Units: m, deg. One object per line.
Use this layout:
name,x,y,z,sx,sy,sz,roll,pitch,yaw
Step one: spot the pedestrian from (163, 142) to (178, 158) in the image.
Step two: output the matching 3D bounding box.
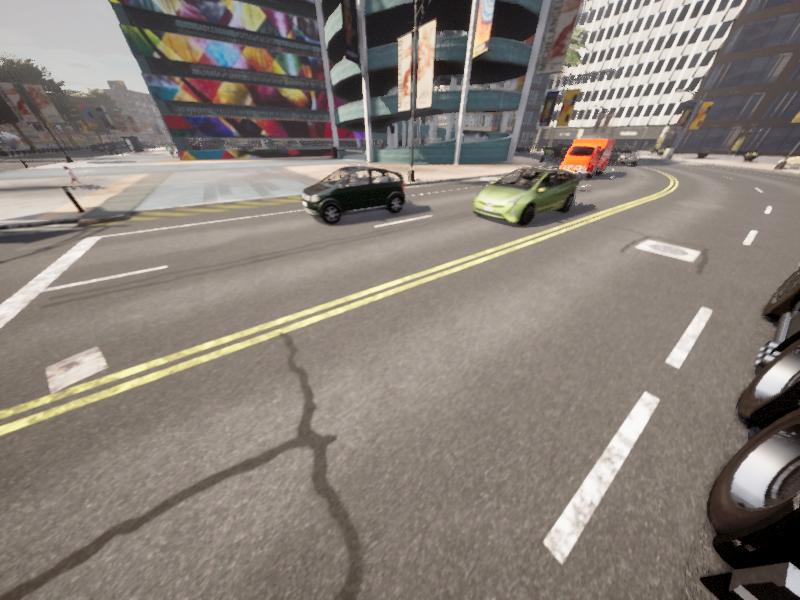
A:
pedestrian,-32.321,-21.083,32.493,0.751,1.860,0.751,30,44,35

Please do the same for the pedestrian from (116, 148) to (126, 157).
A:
pedestrian,-42.476,-22.513,35.181,0.500,1.100,0.500,-18,39,-24

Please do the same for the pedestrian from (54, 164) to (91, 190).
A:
pedestrian,-16.798,-6.342,11.875,0.500,1.100,0.500,-17,38,-23

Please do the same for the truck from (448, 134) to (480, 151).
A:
truck,17.711,-44.203,64.852,2.891,3.827,8.468,-21,40,-28

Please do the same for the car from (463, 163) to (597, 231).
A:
car,4.753,-3.956,8.466,4.514,1.525,2.007,-21,40,-28

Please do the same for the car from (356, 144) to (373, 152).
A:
car,-8.676,-36.783,55.870,2.007,1.523,4.514,-21,40,-28

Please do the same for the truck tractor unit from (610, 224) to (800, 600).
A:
truck tractor unit,5.039,-0.365,0.881,6.516,4.208,3.053,-21,40,-27

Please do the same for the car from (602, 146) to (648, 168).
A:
car,25.190,-16.244,26.084,1.932,1.855,4.605,13,36,17

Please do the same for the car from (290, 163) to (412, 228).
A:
car,-1.617,-3.925,8.364,3.705,1.549,1.789,-21,40,-28

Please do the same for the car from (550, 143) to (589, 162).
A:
car,24.174,-21.341,33.317,2.150,2.045,5.566,5,35,6

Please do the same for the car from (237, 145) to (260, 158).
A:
car,-23.321,-22.879,35.552,2.128,1.511,4.902,-21,40,-28

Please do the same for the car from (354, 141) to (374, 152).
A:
car,-8.641,-37.078,55.608,2.435,2.045,5.566,-21,40,-28

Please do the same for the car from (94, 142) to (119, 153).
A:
car,-64.409,-33.625,50.801,1.932,1.855,4.605,-21,40,-28

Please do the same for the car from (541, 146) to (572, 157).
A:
car,27.874,-26.555,41.351,2.007,1.525,4.514,-4,35,-6

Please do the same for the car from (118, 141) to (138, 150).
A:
car,-75.959,-43.346,64.687,2.150,2.045,5.566,-21,40,-28

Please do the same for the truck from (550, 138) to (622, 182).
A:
truck,14.280,-10.867,17.705,5.204,2.467,2.627,-29,45,-36
